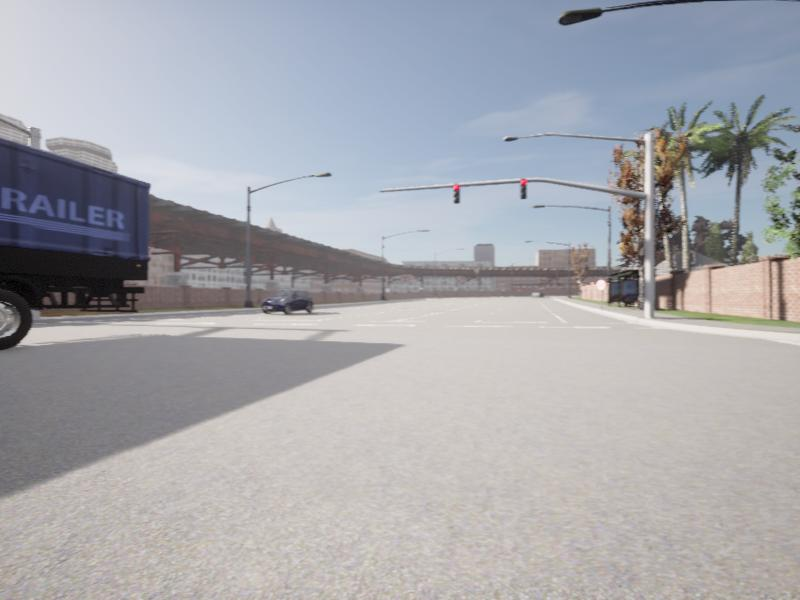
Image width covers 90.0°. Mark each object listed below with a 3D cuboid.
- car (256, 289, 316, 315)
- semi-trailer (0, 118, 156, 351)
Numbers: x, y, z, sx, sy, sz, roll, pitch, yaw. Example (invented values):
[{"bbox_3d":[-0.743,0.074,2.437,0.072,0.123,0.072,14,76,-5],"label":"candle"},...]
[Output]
[{"bbox_3d":[-7.033,0.110,25.056,1.845,1.501,3.633,0,1,18],"label":"car"},{"bbox_3d":[-10.029,-1.228,4.340,2.717,4.402,14.254,0,0,18],"label":"semi-trailer"}]
